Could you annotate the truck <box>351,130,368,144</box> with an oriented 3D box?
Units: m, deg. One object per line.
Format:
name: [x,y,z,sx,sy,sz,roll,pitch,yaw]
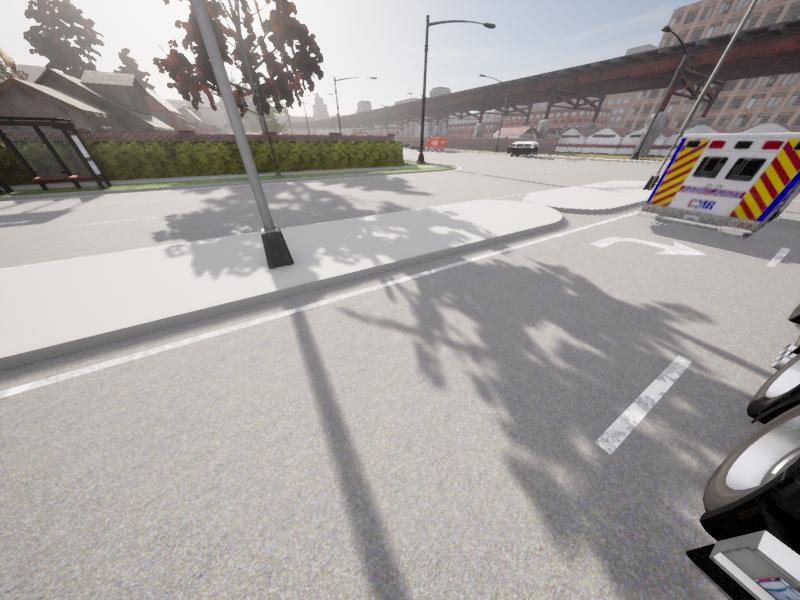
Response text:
truck: [-14.615,-58.370,82.533,2.891,3.827,8.468,-18,40,-24]

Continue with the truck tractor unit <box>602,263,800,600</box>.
truck tractor unit: [5.108,-0.303,0.783,6.516,4.208,3.053,-18,39,-24]

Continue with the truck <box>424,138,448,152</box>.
truck: [7.869,-34.496,51.244,2.627,2.467,5.204,-18,39,-24]

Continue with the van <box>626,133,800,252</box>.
van: [10.642,-3.683,7.239,6.366,2.431,2.351,-18,39,-24]

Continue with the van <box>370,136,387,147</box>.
van: [-6.099,-44.794,65.233,2.351,2.431,6.366,-18,40,-24]

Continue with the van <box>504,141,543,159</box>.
van: [18.868,-23.119,35.544,2.069,2.038,4.480,-19,39,-27]
